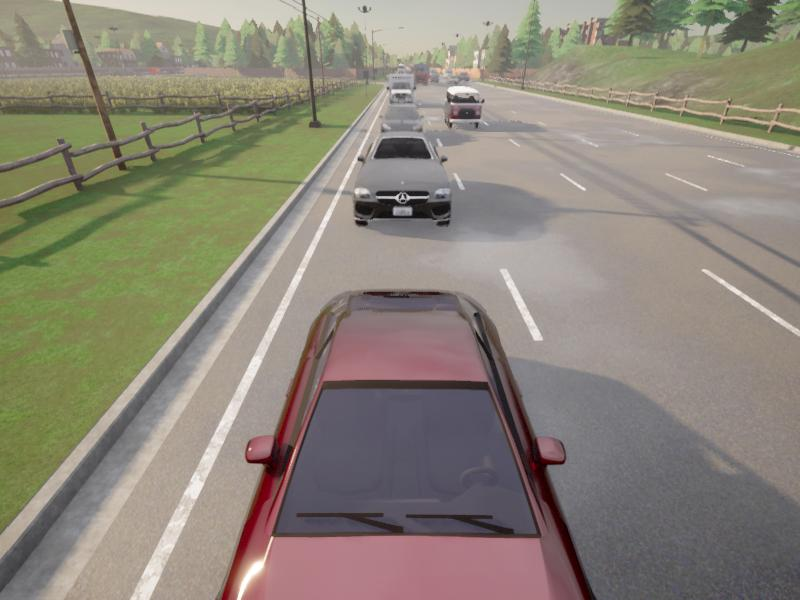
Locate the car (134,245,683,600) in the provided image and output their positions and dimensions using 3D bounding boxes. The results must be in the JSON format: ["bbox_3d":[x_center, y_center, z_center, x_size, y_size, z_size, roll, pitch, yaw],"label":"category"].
[{"bbox_3d":[0.032,1.036,2.934,1.994,1.385,4.181,0,30,0],"label":"car"}]

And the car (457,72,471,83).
[{"bbox_3d":[14.265,-50.010,89.845,2.150,2.045,5.566,0,30,0],"label":"car"}]

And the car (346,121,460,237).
[{"bbox_3d":[0.058,-3.301,10.086,2.152,1.651,5.027,0,30,0],"label":"car"}]

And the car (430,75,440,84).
[{"bbox_3d":[7.245,-45.789,83.036,1.845,1.501,3.633,0,30,0],"label":"car"}]

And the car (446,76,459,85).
[{"bbox_3d":[10.744,-45.181,82.188,1.970,1.475,3.806,0,30,0],"label":"car"}]

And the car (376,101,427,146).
[{"bbox_3d":[0.080,-8.702,19.488,2.163,1.488,4.792,0,30,0],"label":"car"}]

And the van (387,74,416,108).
[{"bbox_3d":[0.123,-18.863,35.974,2.351,2.431,6.366,0,30,0],"label":"van"}]

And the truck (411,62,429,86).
[{"bbox_3d":[3.725,-42.468,75.076,2.891,3.827,8.468,0,30,0],"label":"truck"}]

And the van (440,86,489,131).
[{"bbox_3d":[3.588,-11.231,23.288,2.069,2.038,4.480,0,30,0],"label":"van"}]
